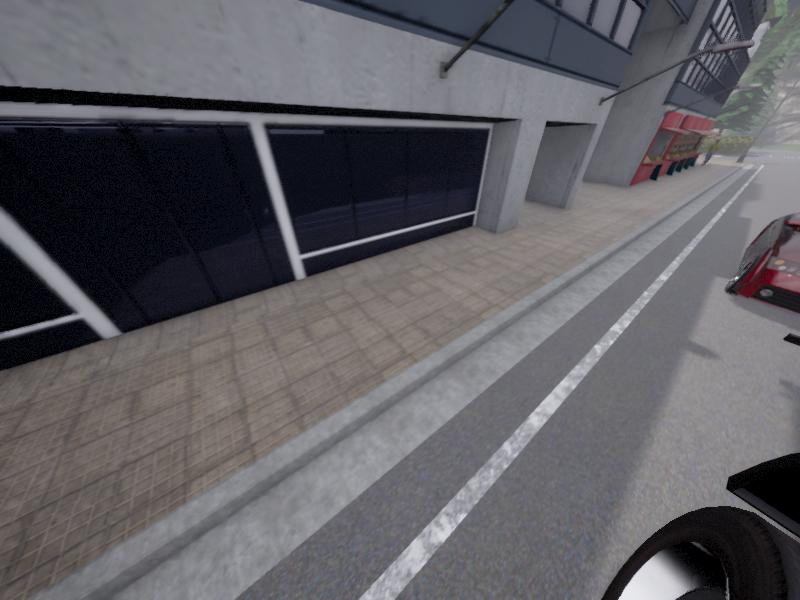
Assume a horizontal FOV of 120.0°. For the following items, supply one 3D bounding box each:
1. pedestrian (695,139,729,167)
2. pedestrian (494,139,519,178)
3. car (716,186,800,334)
[{"bbox_3d":[24.988,-11.806,18.544,0.751,1.860,0.751,24,42,31],"label":"pedestrian"},{"bbox_3d":[6.142,-8.138,13.329,0.751,1.860,0.751,19,40,25],"label":"pedestrian"},{"bbox_3d":[7.360,-0.699,3.658,4.181,1.385,1.994,-23,41,-29],"label":"car"}]
